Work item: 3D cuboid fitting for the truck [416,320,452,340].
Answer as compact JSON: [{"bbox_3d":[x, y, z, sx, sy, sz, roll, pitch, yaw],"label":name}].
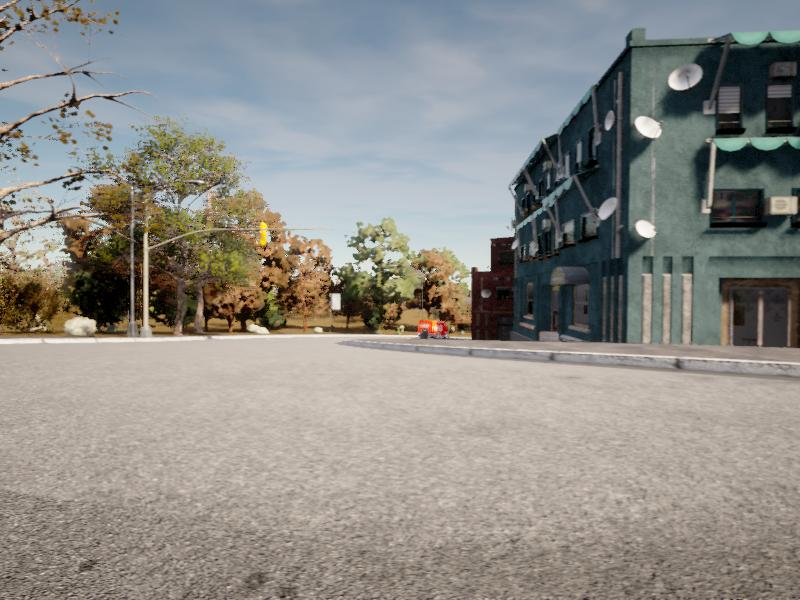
[{"bbox_3d":[4.725,4.134,54.314,2.627,2.467,5.204,0,-5,33],"label":"truck"}]
